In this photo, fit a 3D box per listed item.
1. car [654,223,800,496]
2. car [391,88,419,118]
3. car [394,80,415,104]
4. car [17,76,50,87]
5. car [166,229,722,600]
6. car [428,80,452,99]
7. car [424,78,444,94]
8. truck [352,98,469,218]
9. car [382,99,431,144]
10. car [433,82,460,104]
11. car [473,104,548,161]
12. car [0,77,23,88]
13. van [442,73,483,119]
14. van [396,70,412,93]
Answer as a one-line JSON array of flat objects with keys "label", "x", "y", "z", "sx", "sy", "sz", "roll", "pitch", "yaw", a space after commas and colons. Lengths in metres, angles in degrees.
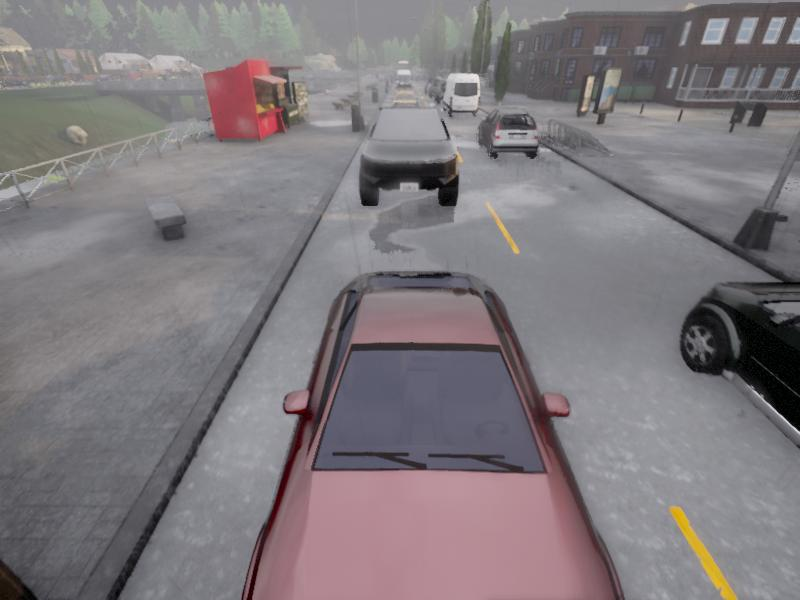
[{"label": "car", "x": 4.155, "y": 0.761, "z": 3.160, "sx": 1.789, "sy": 1.549, "sz": 3.705, "roll": 0, "pitch": 30, "yaw": 0}, {"label": "car", "x": 0.353, "y": -14.438, "z": 29.114, "sx": 1.801, "sy": 1.575, "sz": 5.366, "roll": 0, "pitch": 30, "yaw": 0}, {"label": "car", "x": 0.421, "y": -19.930, "z": 38.213, "sx": 1.932, "sy": 1.855, "sz": 4.605, "roll": 0, "pitch": 30, "yaw": 1}, {"label": "car", "x": -61.049, "y": -36.432, "z": 66.693, "sx": 1.845, "sy": 1.501, "sz": 3.633, "roll": 0, "pitch": 30, "yaw": 0}, {"label": "car", "x": 0.180, "y": 0.831, "z": 3.222, "sx": 1.994, "sy": 1.385, "sz": 4.181, "roll": 0, "pitch": 30, "yaw": 1}, {"label": "car", "x": 4.332, "y": -23.172, "z": 43.961, "sx": 2.242, "sy": 1.667, "sz": 4.611, "roll": 1, "pitch": 30, "yaw": 1}, {"label": "car", "x": 4.329, "y": -27.807, "z": 51.931, "sx": 2.242, "sy": 1.667, "sz": 4.611, "roll": 0, "pitch": 30, "yaw": 0}, {"label": "truck", "x": 0.251, "y": -4.386, "z": 11.418, "sx": 2.390, "sy": 2.098, "sz": 6.274, "roll": 0, "pitch": 30, "yaw": 1}, {"label": "car", "x": 0.310, "y": -8.893, "z": 19.705, "sx": 2.128, "sy": 1.511, "sz": 4.902, "roll": 0, "pitch": 30, "yaw": 1}, {"label": "car", "x": 4.409, "y": -19.852, "z": 38.327, "sx": 2.033, "sy": 1.649, "sz": 4.856, "roll": 0, "pitch": 30, "yaw": 0}, {"label": "car", "x": 4.256, "y": -6.828, "z": 16.083, "sx": 1.851, "sy": 1.617, "sz": 3.988, "roll": 0, "pitch": 30, "yaw": 0}, {"label": "car", "x": -65.056, "y": -35.905, "z": 65.964, "sx": 1.970, "sy": 1.475, "sz": 3.806, "roll": 0, "pitch": 30, "yaw": 0}, {"label": "van", "x": 4.340, "y": -14.787, "z": 28.765, "sx": 1.988, "sy": 2.561, "sz": 5.915, "roll": 0, "pitch": 30, "yaw": 1}, {"label": "van", "x": 0.533, "y": -29.243, "z": 53.434, "sx": 1.988, "sy": 2.561, "sz": 5.915, "roll": 0, "pitch": 30, "yaw": 0}]
